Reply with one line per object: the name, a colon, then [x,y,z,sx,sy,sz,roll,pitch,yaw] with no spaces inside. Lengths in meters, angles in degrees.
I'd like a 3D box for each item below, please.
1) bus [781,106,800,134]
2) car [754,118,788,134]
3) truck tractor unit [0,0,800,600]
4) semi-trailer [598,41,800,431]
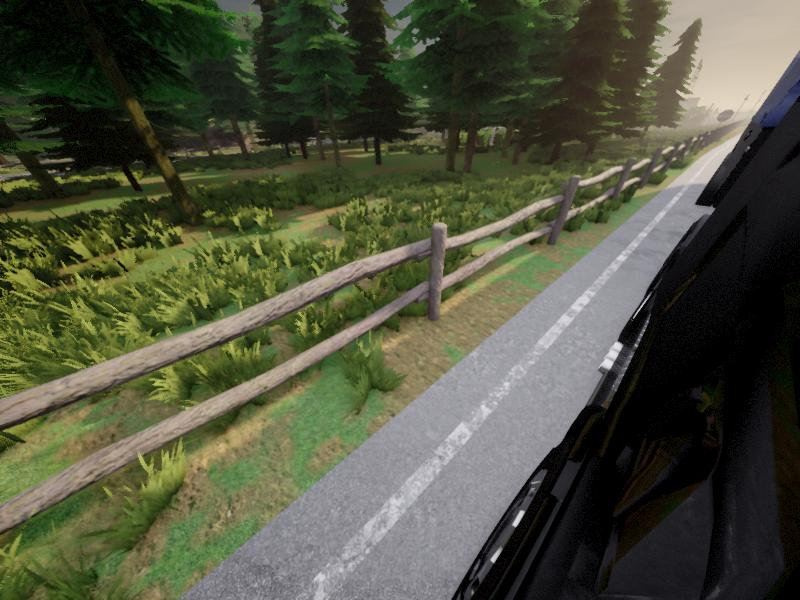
bus: [55.737,-24.808,30.487,10.273,4.253,3.944,-27,43,-29]
car: [51.309,-24.096,31.986,3.988,1.617,1.851,-27,43,-29]
truck tractor unit: [2.645,-0.295,0.351,6.516,4.208,3.053,-28,44,-30]
semi-trailer: [8.694,-3.587,4.264,14.254,4.402,2.717,-28,44,-30]
